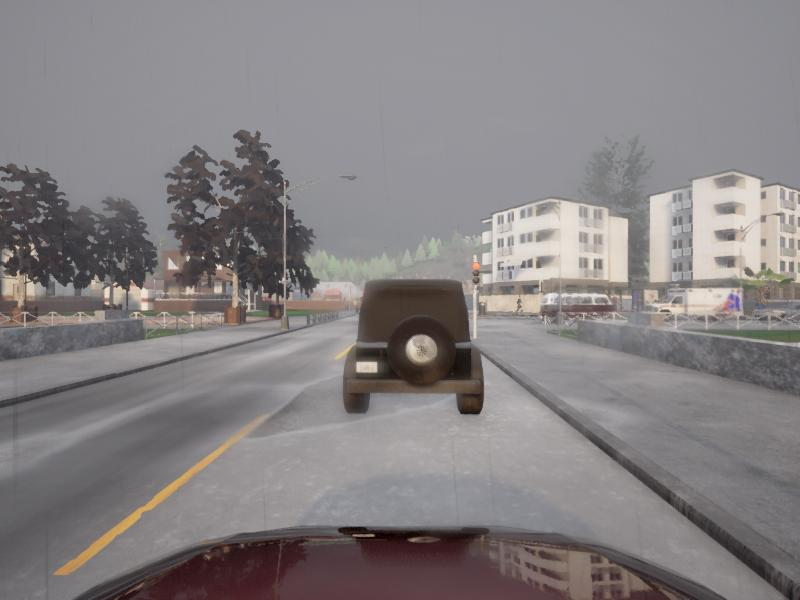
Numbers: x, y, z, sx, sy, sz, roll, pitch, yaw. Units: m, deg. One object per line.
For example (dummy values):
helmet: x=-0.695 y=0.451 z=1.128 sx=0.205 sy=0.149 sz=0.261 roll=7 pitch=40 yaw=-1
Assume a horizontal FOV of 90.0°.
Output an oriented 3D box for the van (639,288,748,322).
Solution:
van: x=21.752 y=0.378 z=29.883 sx=6.366 sy=2.431 sz=2.351 roll=0 pitch=0 yaw=2

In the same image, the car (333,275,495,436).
car: x=0.220 y=0.646 z=6.640 sx=1.905 sy=1.878 sz=3.866 roll=0 pitch=0 yaw=2

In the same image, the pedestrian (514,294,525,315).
pedestrian: x=10.826 y=0.417 z=36.243 sx=0.751 sy=1.860 sz=0.751 roll=0 pitch=0 yaw=2

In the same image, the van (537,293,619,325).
van: x=11.600 y=0.571 z=26.348 sx=4.480 sy=2.038 sz=2.069 roll=0 pitch=0 yaw=3

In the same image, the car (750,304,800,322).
car: x=29.156 y=0.944 z=29.630 sx=4.718 sy=1.301 sz=1.895 roll=0 pitch=0 yaw=2

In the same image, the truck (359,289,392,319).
truck: x=-2.311 y=0.361 z=35.854 sx=2.627 sy=2.467 sz=5.204 roll=-1 pitch=0 yaw=-7

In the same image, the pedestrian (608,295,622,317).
pedestrian: x=19.086 y=0.524 z=35.527 sx=0.751 sy=1.860 sz=0.751 roll=0 pitch=0 yaw=-5
